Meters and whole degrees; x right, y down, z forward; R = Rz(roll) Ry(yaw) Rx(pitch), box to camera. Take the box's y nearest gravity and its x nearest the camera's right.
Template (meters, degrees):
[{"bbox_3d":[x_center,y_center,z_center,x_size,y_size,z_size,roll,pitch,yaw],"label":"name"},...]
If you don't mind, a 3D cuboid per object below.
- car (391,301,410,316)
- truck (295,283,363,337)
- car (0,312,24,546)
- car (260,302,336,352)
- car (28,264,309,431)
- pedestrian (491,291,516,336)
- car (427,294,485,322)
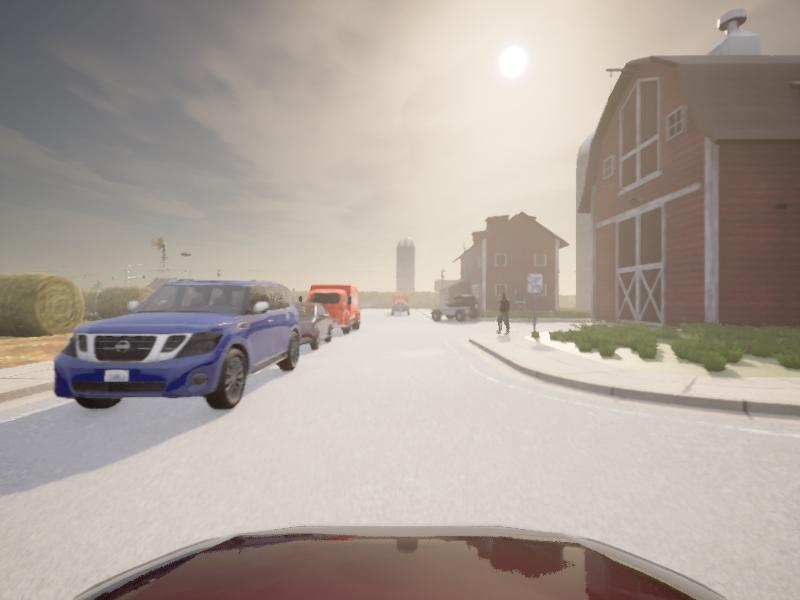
[{"bbox_3d":[0.083,0.933,47.708,2.152,1.651,5.027,0,0,0],"label":"car"},{"bbox_3d":[-3.466,0.401,20.829,2.627,2.467,5.204,0,1,0],"label":"truck"},{"bbox_3d":[-3.506,0.830,0.924,1.845,1.501,3.633,0,0,0],"label":"car"},{"bbox_3d":[-3.478,0.860,14.334,1.789,1.549,3.705,0,0,0],"label":"car"},{"bbox_3d":[-3.483,0.595,7.703,2.150,2.045,5.566,0,0,0],"label":"car"},{"bbox_3d":[4.385,0.568,16.978,0.751,1.860,0.751,0,0,-40],"label":"pedestrian"},{"bbox_3d":[4.216,0.608,30.260,1.905,1.878,3.866,-7,3,-42],"label":"car"}]
